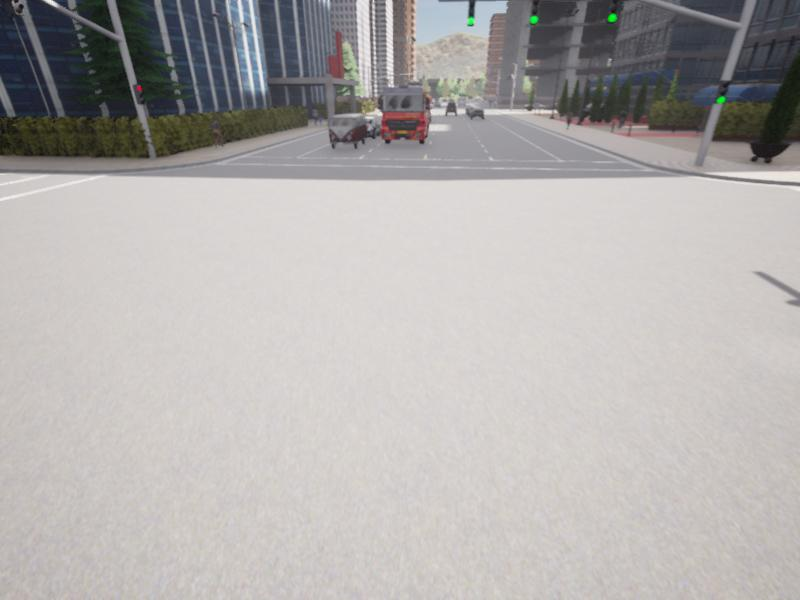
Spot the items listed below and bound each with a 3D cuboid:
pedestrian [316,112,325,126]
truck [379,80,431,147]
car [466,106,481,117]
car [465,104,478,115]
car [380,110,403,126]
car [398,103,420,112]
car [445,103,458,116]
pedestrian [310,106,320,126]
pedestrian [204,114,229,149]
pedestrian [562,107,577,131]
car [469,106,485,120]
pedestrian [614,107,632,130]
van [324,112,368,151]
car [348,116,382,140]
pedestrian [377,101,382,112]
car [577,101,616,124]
[{"bbox_3d":[-8.391,-19.178,42.305,0.751,1.300,0.751,0,27,1],"label":"pedestrian"},{"bbox_3d":[0.594,-13.723,29.217,2.891,3.827,8.468,3,27,5],"label":"truck"},{"bbox_3d":[11.668,-29.931,63.415,1.970,1.475,3.806,3,27,5],"label":"car"},{"bbox_3d":[12.457,-33.380,69.977,1.882,1.535,5.008,3,27,5],"label":"car"},{"bbox_3d":[-0.931,-21.154,46.388,2.033,1.411,5.357,3,27,5],"label":"car"},{"bbox_3d":[1.789,-38.535,80.113,1.882,1.535,5.008,-16,31,-28],"label":"car"},{"bbox_3d":[8.409,-31.250,65.487,1.905,1.878,3.866,3,27,5],"label":"car"},{"bbox_3d":[-8.833,-19.182,41.702,0.751,1.860,0.751,-4,27,-7],"label":"pedestrian"},{"bbox_3d":[-10.985,-10.105,24.013,0.751,1.860,0.751,3,27,6],"label":"pedestrian"},{"bbox_3d":[14.658,-15.660,34.654,0.751,1.860,0.751,4,27,8],"label":"pedestrian"},{"bbox_3d":[10.774,-26.203,56.041,1.837,1.490,4.892,3,28,6],"label":"car"},{"bbox_3d":[19.782,-16.134,35.537,0.751,1.860,0.751,-6,28,-12],"label":"pedestrian"},{"bbox_3d":[-3.361,-10.983,25.917,1.775,1.987,4.442,3,27,6],"label":"van"},{"bbox_3d":[-2.693,-13.615,31.604,1.970,1.475,3.806,3,27,6],"label":"car"},{"bbox_3d":[-3.937,-37.251,76.909,0.751,1.860,0.751,14,30,25],"label":"pedestrian"},{"bbox_3d":[22.875,-21.887,46.558,2.390,2.098,6.274,19,33,32],"label":"car"}]
